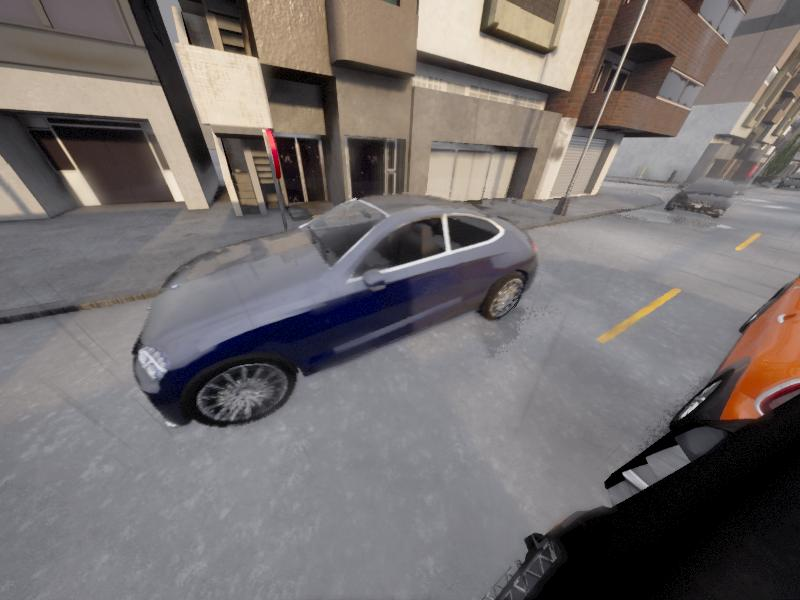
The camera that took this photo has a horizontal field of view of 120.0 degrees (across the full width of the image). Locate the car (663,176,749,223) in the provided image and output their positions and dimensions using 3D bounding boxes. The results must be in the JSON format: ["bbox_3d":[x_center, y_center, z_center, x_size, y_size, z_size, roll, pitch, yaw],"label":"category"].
[{"bbox_3d":[15.416,-5.232,11.641,4.892,1.490,1.837,-22,42,-32],"label":"car"}]

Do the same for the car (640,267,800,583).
[{"bbox_3d":[4.629,0.594,1.779,4.553,1.767,2.097,-16,38,-26],"label":"car"}]

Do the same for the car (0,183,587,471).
[{"bbox_3d":[-0.247,-0.504,3.214,5.027,1.651,2.152,-16,38,-26],"label":"car"}]

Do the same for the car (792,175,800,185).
[{"bbox_3d":[58.394,-17.148,32.878,3.806,1.475,1.970,-16,38,-26],"label":"car"}]

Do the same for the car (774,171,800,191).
[{"bbox_3d":[45.544,-13.616,26.293,4.553,1.767,2.097,-16,38,-26],"label":"car"}]

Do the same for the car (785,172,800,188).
[{"bbox_3d":[51.695,-15.282,29.464,5.366,1.575,1.801,-16,38,-26],"label":"car"}]
